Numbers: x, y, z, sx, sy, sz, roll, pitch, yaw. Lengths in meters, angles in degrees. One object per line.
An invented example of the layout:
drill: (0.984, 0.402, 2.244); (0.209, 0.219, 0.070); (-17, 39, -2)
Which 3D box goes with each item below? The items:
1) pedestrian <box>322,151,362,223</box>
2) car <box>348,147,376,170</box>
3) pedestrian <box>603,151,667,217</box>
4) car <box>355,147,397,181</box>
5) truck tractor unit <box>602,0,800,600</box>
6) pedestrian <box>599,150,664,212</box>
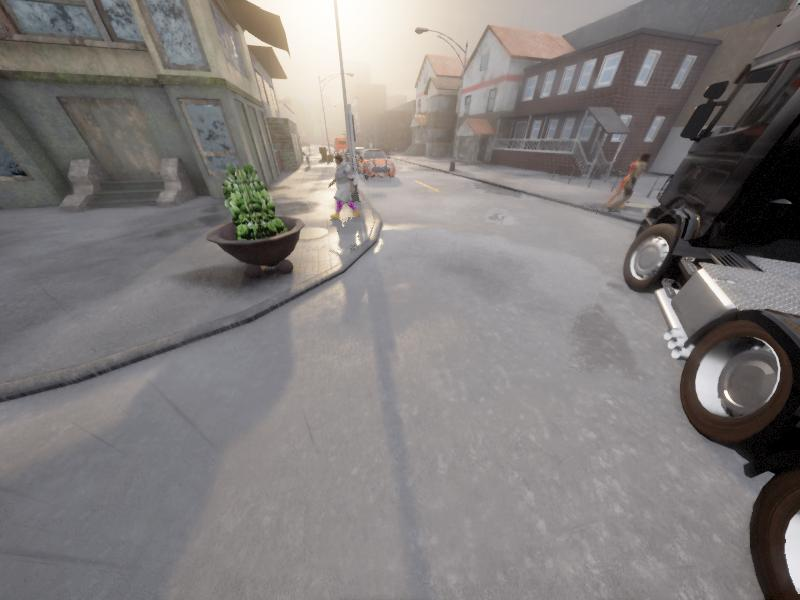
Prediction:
pedestrian: (-1.735, -3.430, 7.051); (0.751, 1.860, 0.751); (-18, 39, -24)
car: (-3.671, -13.534, 21.970); (1.851, 1.617, 3.988); (-9, 36, -13)
pedestrian: (7.812, -3.900, 7.803); (0.751, 1.860, 0.751); (23, 41, 29)
car: (-1.829, -9.991, 16.741); (2.097, 1.767, 4.553); (-9, 36, -13)
truck tractor unit: (4.434, -0.696, 1.343); (3.053, 4.208, 6.516); (19, 39, 25)
pedestrian: (8.235, -4.271, 8.338); (0.751, 1.860, 0.751); (10, 36, 13)
